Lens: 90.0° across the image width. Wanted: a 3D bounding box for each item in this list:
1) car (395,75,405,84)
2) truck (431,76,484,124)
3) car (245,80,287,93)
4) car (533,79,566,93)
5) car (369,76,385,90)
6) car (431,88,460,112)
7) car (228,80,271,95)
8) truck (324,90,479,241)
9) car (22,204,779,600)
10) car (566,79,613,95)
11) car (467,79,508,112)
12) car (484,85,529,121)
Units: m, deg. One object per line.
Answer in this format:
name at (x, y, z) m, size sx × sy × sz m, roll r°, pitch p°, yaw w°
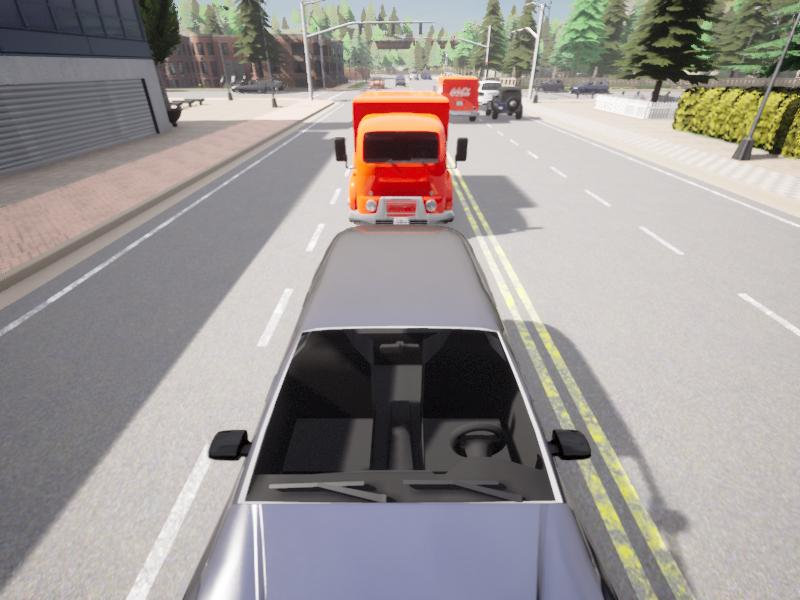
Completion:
car at (0.078, -43.570, 79.066) m, size 1.882 × 1.535 × 5.008 m, roll 0°, pitch 30°, yaw 0°
truck at (3.535, -13.055, 25.912) m, size 2.627 × 2.467 × 5.204 m, roll 0°, pitch 30°, yaw 0°
car at (-17.856, -28.635, 53.560) m, size 4.792 × 1.488 × 2.163 m, roll 0°, pitch 30°, yaw 0°
car at (19.822, -28.454, 53.164) m, size 3.633 × 1.501 × 1.845 m, roll 0°, pitch 30°, yaw 0°
car at (-3.438, -33.141, 60.968) m, size 2.097 × 1.767 × 4.553 m, roll 0°, pitch 30°, yaw 0°
car at (3.537, -15.933, 31.770) m, size 1.845 × 1.501 × 3.633 m, roll 0°, pitch 30°, yaw 0°
car at (-18.936, -26.855, 50.537) m, size 4.514 × 1.525 × 2.007 m, roll 0°, pitch 30°, yaw 0°
truck at (0.014, -3.558, 9.655) m, size 2.627 × 2.467 × 5.204 m, roll 0°, pitch 30°, yaw 0°
car at (-0.001, 0.765, 3.056) m, size 2.242 × 1.667 × 4.611 m, roll 0°, pitch 30°, yaw 0°
car at (23.687, -26.671, 50.144) m, size 4.611 × 1.667 × 2.242 m, roll 0°, pitch 30°, yaw 0°
car at (7.035, -16.908, 32.927) m, size 2.150 × 2.045 × 5.566 m, roll 0°, pitch 30°, yaw 0°
car at (7.032, -13.270, 26.854) m, size 1.905 × 1.878 × 3.866 m, roll 0°, pitch 30°, yaw 0°
